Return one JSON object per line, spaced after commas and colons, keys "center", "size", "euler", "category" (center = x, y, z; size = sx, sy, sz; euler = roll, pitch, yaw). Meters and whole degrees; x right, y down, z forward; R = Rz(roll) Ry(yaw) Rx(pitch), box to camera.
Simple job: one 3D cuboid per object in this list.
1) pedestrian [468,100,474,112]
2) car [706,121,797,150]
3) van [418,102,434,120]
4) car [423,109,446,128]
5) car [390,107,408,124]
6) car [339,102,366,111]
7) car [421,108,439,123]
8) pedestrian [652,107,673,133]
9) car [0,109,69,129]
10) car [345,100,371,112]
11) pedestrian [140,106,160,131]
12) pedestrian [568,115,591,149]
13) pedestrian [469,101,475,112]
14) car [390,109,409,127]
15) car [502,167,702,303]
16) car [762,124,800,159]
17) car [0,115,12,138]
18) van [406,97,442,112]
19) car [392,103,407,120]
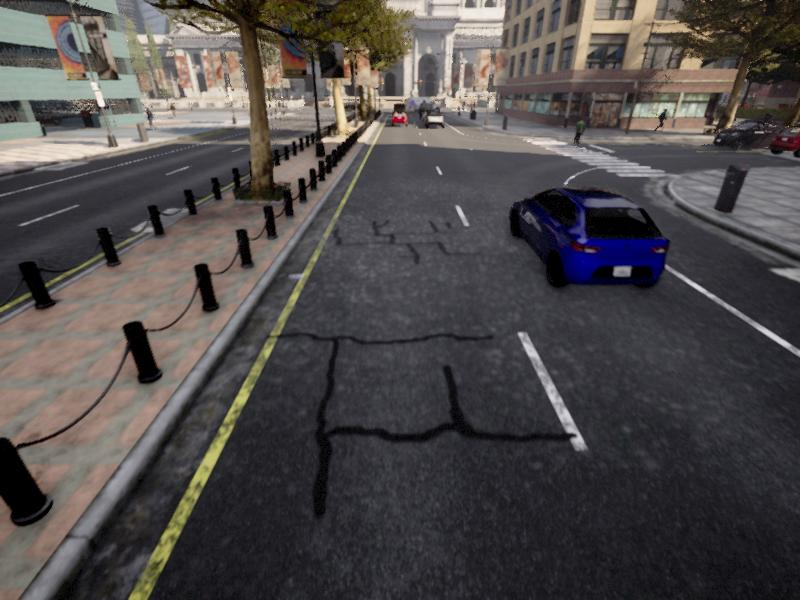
{"center": [13.070, -35.665, 73.586], "size": [0.751, 1.860, 0.751], "euler": [-1, 27, -1], "category": "pedestrian"}
{"center": [21.591, -10.208, 24.715], "size": [3.633, 1.501, 1.845], "euler": [-1, 27, -1], "category": "car"}
{"center": [3.384, -24.719, 52.298], "size": [1.775, 1.987, 4.442], "euler": [0, 27, 0], "category": "van"}
{"center": [3.443, -18.452, 40.665], "size": [2.007, 1.525, 4.514], "euler": [0, 27, 0], "category": "car"}
{"center": [-0.064, -21.646, 46.846], "size": [2.007, 1.525, 4.514], "euler": [0, 27, 0], "category": "car"}
{"center": [-9.072, -37.103, 76.817], "size": [4.792, 1.488, 2.163], "euler": [0, 27, 0], "category": "car"}
{"center": [3.458, -21.457, 46.479], "size": [1.845, 1.501, 3.633], "euler": [0, 27, 0], "category": "car"}
{"center": [21.404, -14.669, 32.611], "size": [0.751, 1.860, 0.751], "euler": [2, 27, 3], "category": "pedestrian"}
{"center": [-35.004, -17.476, 38.491], "size": [2.128, 1.511, 4.902], "euler": [0, 27, 0], "category": "car"}
{"center": [-7.667, -35.671, 73.613], "size": [4.605, 1.855, 1.932], "euler": [0, 27, 0], "category": "car"}
{"center": [-21.281, -15.448, 34.075], "size": [0.751, 1.860, 0.751], "euler": [2, 27, 4], "category": "pedestrian"}
{"center": [10.924, -10.264, 24.401], "size": [0.751, 1.860, 0.751], "euler": [0, 27, 0], "category": "pedestrian"}
{"center": [12.953, -34.859, 72.025], "size": [0.751, 1.860, 0.751], "euler": [-2, 27, -3], "category": "pedestrian"}
{"center": [-0.056, -18.853, 41.407], "size": [1.789, 1.549, 3.705], "euler": [0, 27, 0], "category": "car"}
{"center": [3.505, -1.568, 8.029], "size": [1.816, 1.474, 4.193], "euler": [0, 27, 0], "category": "car"}
{"center": [22.322, -8.556, 21.496], "size": [3.705, 1.549, 1.789], "euler": [-1, 27, -2], "category": "car"}
{"center": [-30.860, -12.124, 28.220], "size": [2.161, 1.482, 4.786], "euler": [0, 27, 0], "category": "car"}
{"center": [4.396, -35.898, 73.452], "size": [6.366, 2.431, 2.351], "euler": [0, 27, 0], "category": "van"}
{"center": [-0.068, -24.730, 52.419], "size": [1.905, 1.878, 3.866], "euler": [0, 27, 0], "category": "car"}
